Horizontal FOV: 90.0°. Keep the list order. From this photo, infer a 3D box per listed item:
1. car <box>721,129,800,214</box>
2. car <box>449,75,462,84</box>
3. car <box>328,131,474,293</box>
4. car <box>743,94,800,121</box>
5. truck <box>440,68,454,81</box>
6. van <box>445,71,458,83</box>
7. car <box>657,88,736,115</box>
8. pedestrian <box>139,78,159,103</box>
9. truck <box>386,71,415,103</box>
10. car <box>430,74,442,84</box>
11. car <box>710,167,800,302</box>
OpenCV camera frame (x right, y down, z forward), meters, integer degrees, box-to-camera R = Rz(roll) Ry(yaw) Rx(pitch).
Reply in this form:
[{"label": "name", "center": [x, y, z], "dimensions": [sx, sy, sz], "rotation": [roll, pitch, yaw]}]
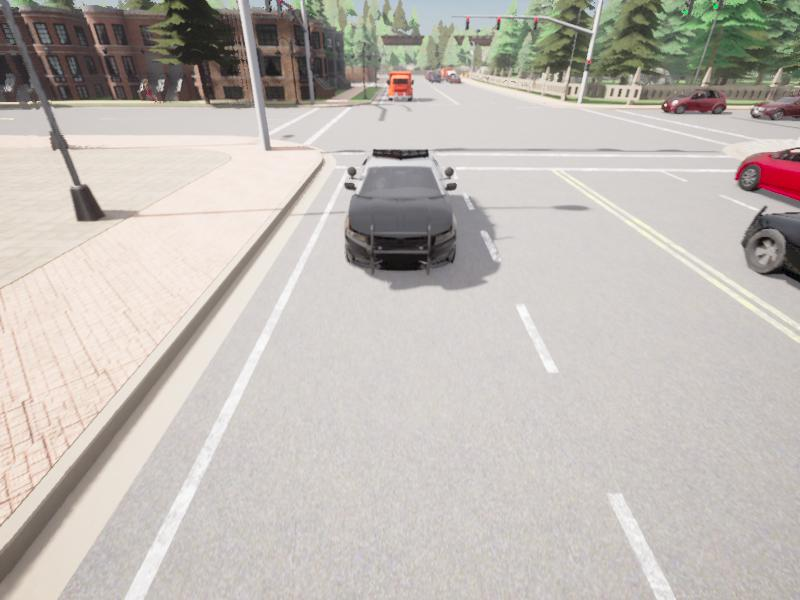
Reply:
[{"label": "car", "center": [10.576, -2.996, 9.665], "dimensions": [2.007, 1.525, 4.514], "rotation": [1, 30, 1]}, {"label": "car", "center": [10.559, -42.071, 76.324], "dimensions": [1.970, 1.475, 3.806], "rotation": [0, 30, 0]}, {"label": "car", "center": [0.012, -2.133, 7.999], "dimensions": [1.930, 1.638, 5.238], "rotation": [0, 30, 0]}, {"label": "car", "center": [26.023, -12.723, 26.448], "dimensions": [4.674, 1.442, 1.812], "rotation": [0, 30, 0]}, {"label": "truck", "center": [10.571, -50.809, 90.235], "dimensions": [2.627, 2.467, 5.204], "rotation": [0, 30, 0]}, {"label": "van", "center": [10.564, -45.979, 82.431], "dimensions": [2.069, 2.038, 4.480], "rotation": [0, 30, 0]}, {"label": "car", "center": [21.701, -14.613, 29.475], "dimensions": [3.988, 1.617, 1.851], "rotation": [1, 30, 2]}, {"label": "pedestrian", "center": [-21.091, -17.587, 33.624], "dimensions": [0.751, 1.860, 0.751], "rotation": [-1, 30, -3]}, {"label": "truck", "center": [0.036, -21.024, 39.377], "dimensions": [2.627, 2.467, 5.204], "rotation": [0, 31, 0]}, {"label": "car", "center": [7.062, -43.664, 78.883], "dimensions": [1.851, 1.617, 3.988], "rotation": [0, 30, 0]}, {"label": "car", "center": [7.010, -0.395, 5.199], "dimensions": [2.038, 1.542, 4.974], "rotation": [0, 30, 0]}]
